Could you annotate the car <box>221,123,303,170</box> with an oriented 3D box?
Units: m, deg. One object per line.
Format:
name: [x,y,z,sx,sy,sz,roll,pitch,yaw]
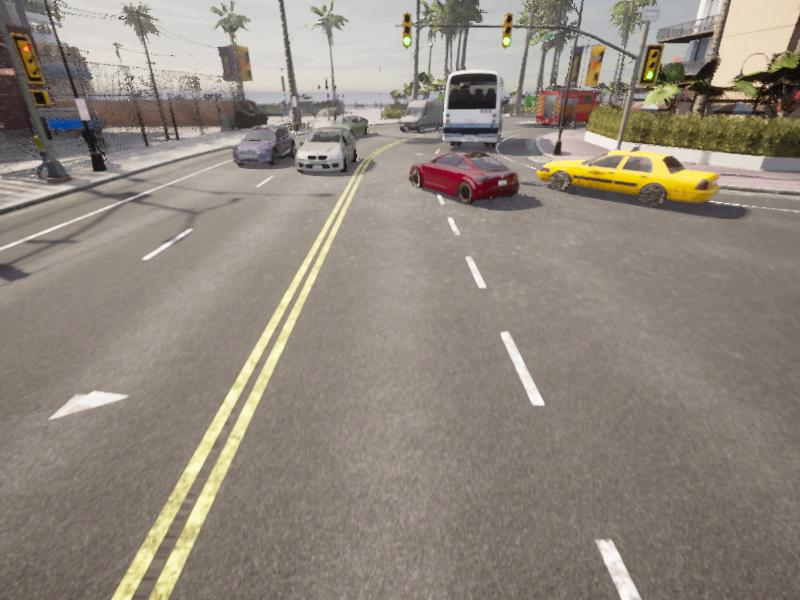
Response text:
car: [-6.651,-7.791,19.991,2.033,1.649,4.856,2,27,4]

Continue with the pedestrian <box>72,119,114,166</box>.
pedestrian: [-13.691,-7.042,17.873,0.751,1.860,0.751,-3,27,-7]

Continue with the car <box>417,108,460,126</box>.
car: [4.365,-20.561,44.885,2.152,1.651,5.027,22,34,36]

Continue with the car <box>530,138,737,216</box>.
car: [7.242,-4.205,13.101,1.801,1.575,5.366,-23,35,-37]

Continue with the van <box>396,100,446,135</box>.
van: [1.985,-16.613,36.190,1.988,2.561,5.915,15,31,27]

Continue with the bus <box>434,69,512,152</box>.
bus: [5.299,-13.094,27.482,3.944,4.253,10.273,6,28,14]

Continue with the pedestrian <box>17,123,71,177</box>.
pedestrian: [-13.587,-5.734,15.327,0.751,1.860,0.751,0,27,1]

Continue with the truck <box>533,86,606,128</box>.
truck: [18.602,-21.161,43.681,8.468,3.827,2.891,-20,33,-34]

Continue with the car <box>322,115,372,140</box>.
car: [-4.061,-13.775,31.755,2.007,1.525,4.514,10,29,18]

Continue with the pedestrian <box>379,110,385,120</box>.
pedestrian: [-2.280,-23.316,50.411,0.500,1.100,0.500,13,30,24]

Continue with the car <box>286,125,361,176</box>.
car: [-3.284,-6.945,18.306,2.242,1.667,4.611,1,27,3]

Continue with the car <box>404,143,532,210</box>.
car: [2.077,-4.357,13.616,1.994,1.385,4.181,-16,31,-28]
